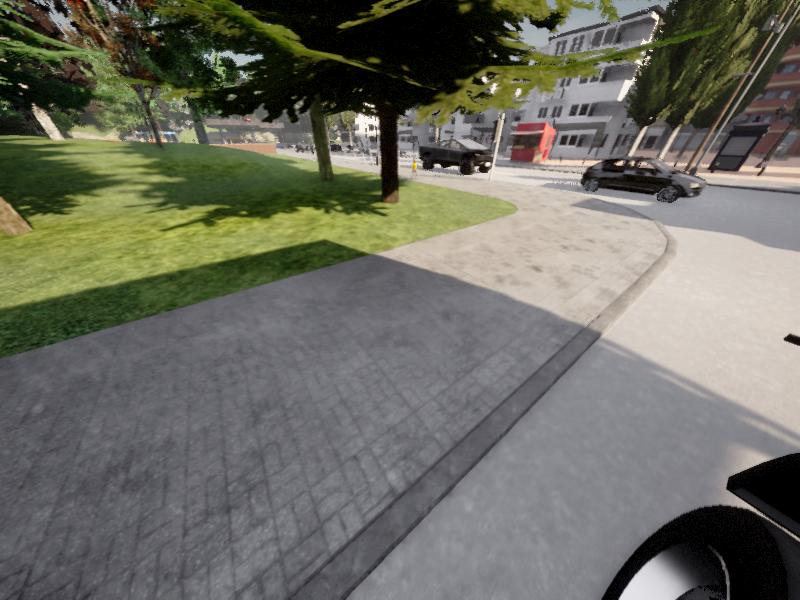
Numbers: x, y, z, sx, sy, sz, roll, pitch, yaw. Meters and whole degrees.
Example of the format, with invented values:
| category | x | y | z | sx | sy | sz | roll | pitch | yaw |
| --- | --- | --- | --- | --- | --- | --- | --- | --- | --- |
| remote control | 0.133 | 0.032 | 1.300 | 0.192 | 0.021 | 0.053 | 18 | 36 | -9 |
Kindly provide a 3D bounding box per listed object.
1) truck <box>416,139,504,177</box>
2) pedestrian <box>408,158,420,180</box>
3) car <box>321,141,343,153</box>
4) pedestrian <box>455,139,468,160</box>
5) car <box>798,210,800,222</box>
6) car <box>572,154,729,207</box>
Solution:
| category | x | y | z | sx | sy | sz | roll | pitch | yaw |
| --- | --- | --- | --- | --- | --- | --- | --- | --- | --- |
| truck | 4.181 | -10.996 | 17.621 | 2.390 | 2.098 | 6.274 | -23 | 41 | -28 |
| pedestrian | 0.835 | -7.922 | 13.941 | 0.500 | 1.100 | 0.500 | -24 | 41 | -29 |
| car | -12.637 | -28.296 | 42.664 | 1.930 | 1.638 | 5.238 | -23 | 41 | -28 |
| pedestrian | 6.830 | -16.695 | 25.655 | 0.751 | 1.860 | 0.751 | -22 | 40 | -27 |
| car | 14.703 | -2.294 | 5.774 | 1.812 | 1.442 | 4.674 | -23 | 41 | -28 |
| car | 10.678 | -5.477 | 10.290 | 1.816 | 1.474 | 4.193 | -21 | 40 | -27 |
